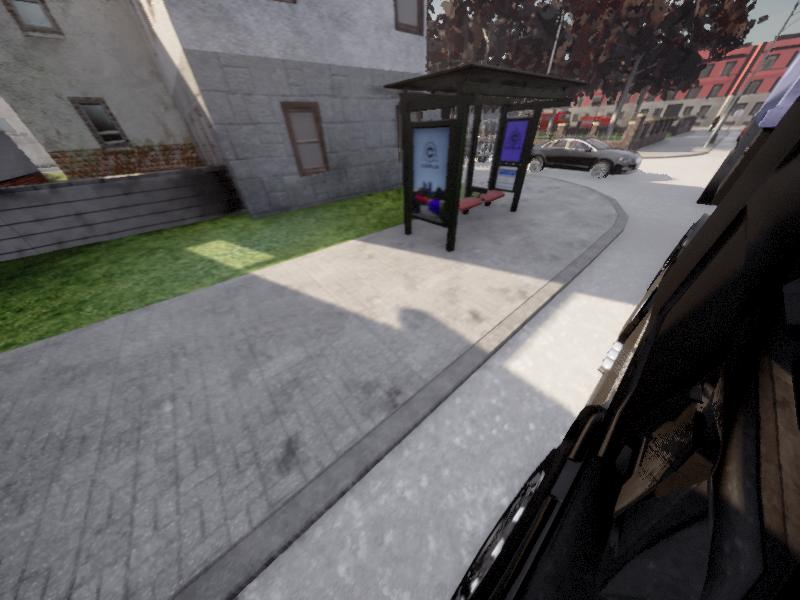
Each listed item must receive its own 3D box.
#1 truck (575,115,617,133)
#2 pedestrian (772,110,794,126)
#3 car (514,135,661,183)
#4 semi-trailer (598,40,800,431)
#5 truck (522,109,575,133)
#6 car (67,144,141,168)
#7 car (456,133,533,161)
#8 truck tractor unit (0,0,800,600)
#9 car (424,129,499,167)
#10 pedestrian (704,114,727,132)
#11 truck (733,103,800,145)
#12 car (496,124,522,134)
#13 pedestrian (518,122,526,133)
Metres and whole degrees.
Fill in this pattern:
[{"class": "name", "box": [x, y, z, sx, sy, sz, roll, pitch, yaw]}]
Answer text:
[{"class": "truck", "box": [37.418, -33.732, 44.270, 2.627, 2.467, 5.204, -29, 44, -30]}, {"class": "pedestrian", "box": [57.414, -27.236, 34.633, 0.751, 1.860, 0.751, 24, 44, 31]}, {"class": "car", "box": [8.574, -6.994, 11.190, 2.128, 1.511, 4.902, -25, 42, -27]}, {"class": "semi-trailer", "box": [8.694, -3.608, 4.233, 14.254, 4.402, 2.717, -28, 44, -30]}, {"class": "truck", "box": [31.502, -38.300, 49.610, 2.891, 3.827, 8.468, -28, 44, -30]}, {"class": "car", "box": [-32.445, -16.020, 25.587, 4.553, 1.767, 2.097, -28, 44, -30]}, {"class": "car", "box": [7.047, -11.894, 17.827, 2.128, 1.511, 4.902, -28, 44, -30]}, {"class": "truck tractor unit", "box": [2.645, -0.295, 0.351, 6.516, 4.208, 3.053, -28, 44, -30]}, {"class": "car", "box": [3.955, -10.475, 15.821, 1.932, 1.855, 4.605, -28, 44, -30]}, {"class": "pedestrian", "box": [40.831, -22.938, 29.940, 0.751, 1.860, 0.751, -1, 37, 3]}, {"class": "truck", "box": [30.499, -14.465, 18.982, 5.204, 2.467, 2.627, -28, 44, -30]}, {"class": "car", "box": [26.065, -41.170, 55.622, 2.152, 1.651, 5.027, -28, 44, -30]}, {"class": "pedestrian", "box": [26.105, -36.853, 49.444, 0.751, 1.860, 0.751, -13, 38, -13]}]
